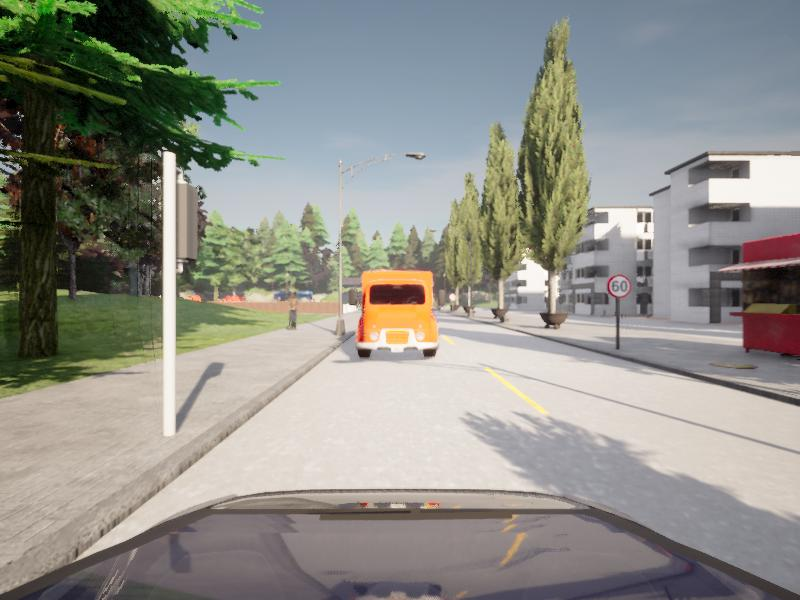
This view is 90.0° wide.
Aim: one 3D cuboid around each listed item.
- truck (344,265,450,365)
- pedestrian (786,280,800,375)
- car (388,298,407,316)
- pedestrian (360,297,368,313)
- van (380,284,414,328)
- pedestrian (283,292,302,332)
[{"bbox_3d":[-0.078,0.373,12.501,2.627,2.467,5.204,0,0,0],"label":"truck"},{"bbox_3d":[8.203,0.541,7.737,0.751,1.860,0.751,0,0,-7],"label":"pedestrian"},{"bbox_3d":[-0.262,0.704,42.124,1.905,1.878,3.866,0,0,0],"label":"car"},{"bbox_3d":[-4.341,0.601,47.745,0.751,1.860,0.751,0,0,16],"label":"pedestrian"},{"bbox_3d":[-0.171,0.358,26.137,1.988,2.561,5.915,0,0,0],"label":"van"},{"bbox_3d":[-5.170,0.563,19.299,0.751,1.860,0.751,0,0,-1],"label":"pedestrian"}]
